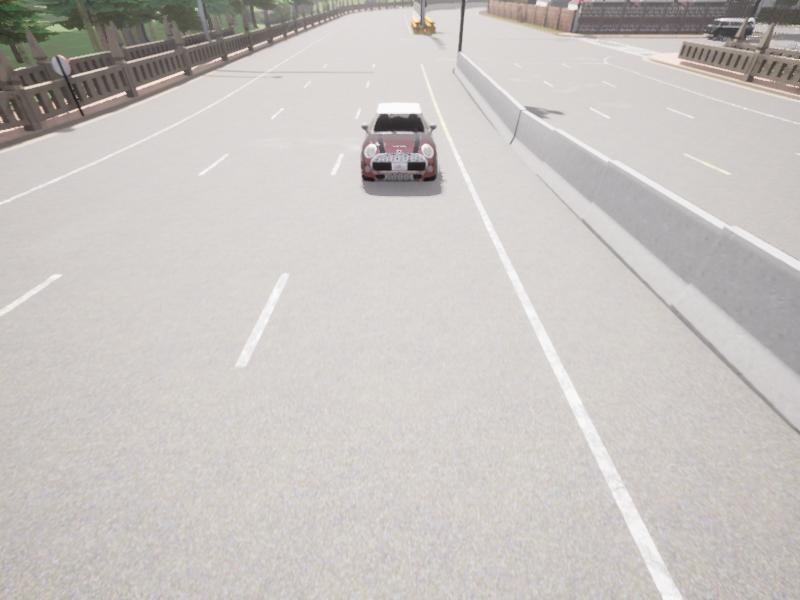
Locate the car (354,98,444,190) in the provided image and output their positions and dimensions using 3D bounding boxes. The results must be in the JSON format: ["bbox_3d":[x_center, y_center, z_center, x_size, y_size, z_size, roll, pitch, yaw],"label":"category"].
[{"bbox_3d":[-0.026,-4.336,10.758,1.970,1.475,3.806,0,34,0],"label":"car"}]

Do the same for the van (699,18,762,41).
[{"bbox_3d":[36.141,-29.675,43.864,4.480,2.038,2.069,1,38,1],"label":"van"}]
